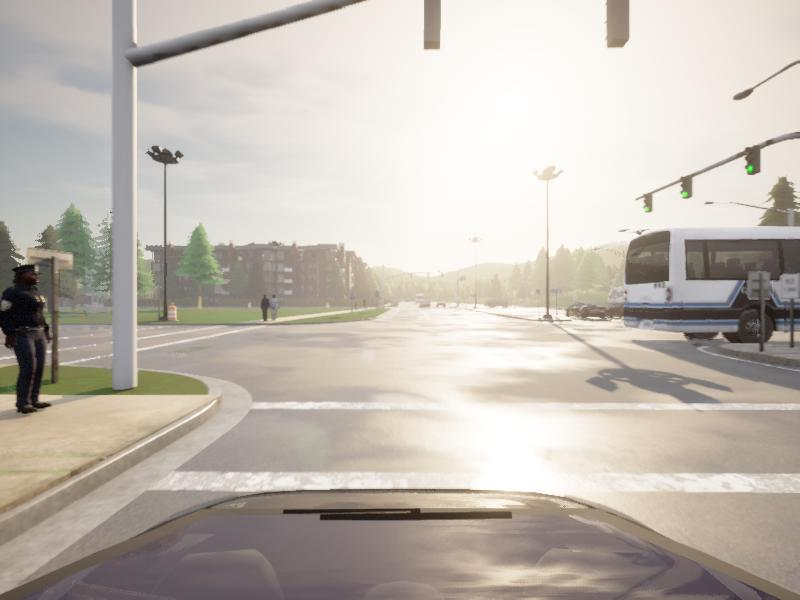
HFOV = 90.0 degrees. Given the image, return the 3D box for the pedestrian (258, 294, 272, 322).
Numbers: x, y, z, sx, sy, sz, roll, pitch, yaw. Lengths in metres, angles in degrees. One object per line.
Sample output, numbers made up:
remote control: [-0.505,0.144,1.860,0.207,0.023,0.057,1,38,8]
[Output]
pedestrian: [-9.053,0.511,26.829,0.751,1.860,0.751,0,0,-2]

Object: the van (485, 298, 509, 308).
van: [20.160,0.652,83.278,4.442,1.987,1.775,0,0,1]

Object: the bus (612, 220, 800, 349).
bus: [14.250,-0.526,15.162,10.273,4.253,3.944,0,0,1]

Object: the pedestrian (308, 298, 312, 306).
pedestrian: [-21.308,0.570,95.179,0.751,1.860,0.751,0,0,1]

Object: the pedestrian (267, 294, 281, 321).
pedestrian: [-8.729,0.512,27.718,0.751,1.860,0.751,0,0,1]

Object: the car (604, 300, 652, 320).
car: [19.343,0.805,34.174,1.851,1.617,3.988,0,0,1]

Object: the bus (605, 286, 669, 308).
bus: [46.766,-0.497,79.234,10.273,4.253,3.944,0,0,1]

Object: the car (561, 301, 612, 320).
car: [15.844,0.870,34.306,2.163,1.488,4.792,0,0,1]

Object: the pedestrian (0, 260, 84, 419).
pedestrian: [-4.650,0.461,5.047,0.751,1.860,0.751,0,0,-4]
